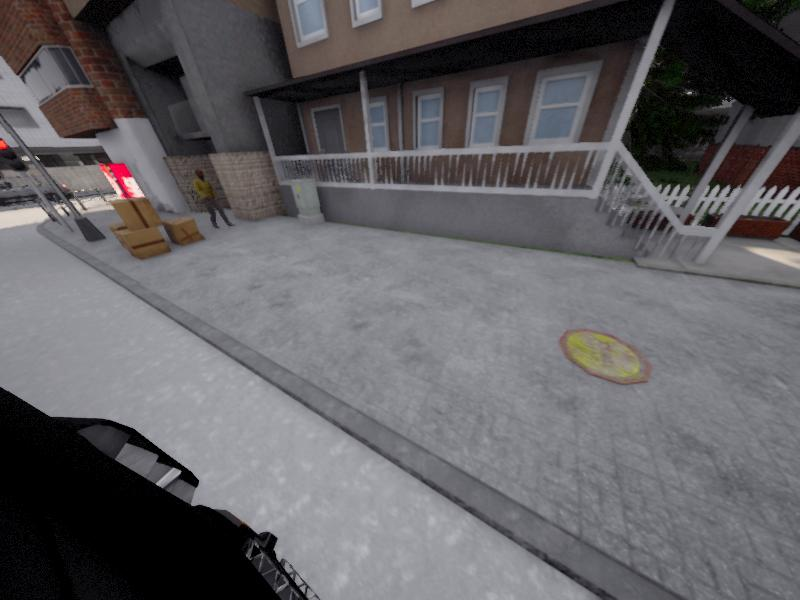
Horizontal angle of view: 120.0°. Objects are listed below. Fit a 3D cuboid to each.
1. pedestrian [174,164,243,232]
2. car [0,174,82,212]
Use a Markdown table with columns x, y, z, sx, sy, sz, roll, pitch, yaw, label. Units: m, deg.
| x | y | z | sx | sy | sz | roll | pitch | yaw | label |
| --- | --- | --- | --- | --- | --- | --- | --- | --- | --- |
| -5.998 | -3.212 | 7.344 | 0.751 | 1.860 | 0.751 | 10 | 36 | 19 | pedestrian |
| -24.488 | -6.773 | 14.609 | 2.242 | 1.667 | 4.611 | 16 | 38 | 26 | car |
